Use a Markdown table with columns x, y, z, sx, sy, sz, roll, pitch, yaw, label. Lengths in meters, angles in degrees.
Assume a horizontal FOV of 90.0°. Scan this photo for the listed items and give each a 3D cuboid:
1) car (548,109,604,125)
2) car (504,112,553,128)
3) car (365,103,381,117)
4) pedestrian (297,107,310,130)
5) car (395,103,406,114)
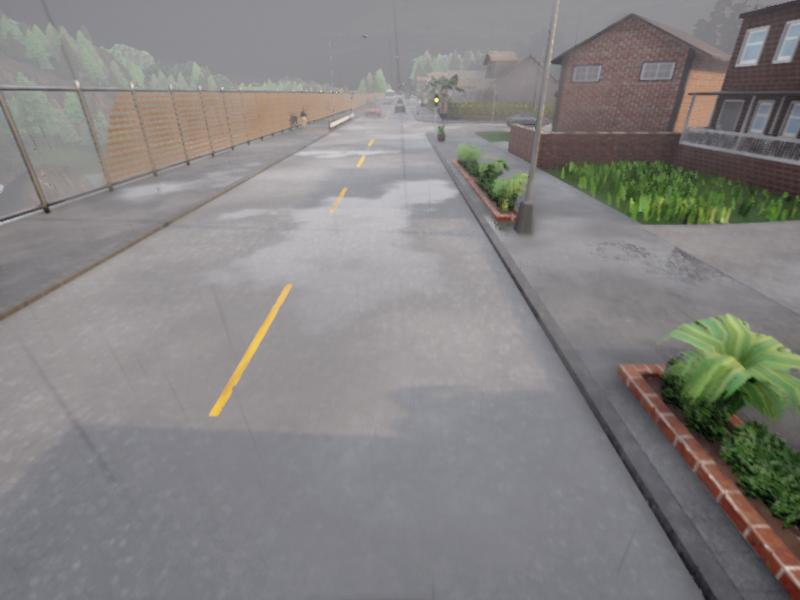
| x | y | z | sx | sy | sz | roll | pitch | yaw | label |
| --- | --- | --- | --- | --- | --- | --- | --- | --- | --- |
| 19.057 | -19.907 | 43.476 | 5.008 | 1.535 | 1.882 | 0 | 27 | 1 | car |
| 12.780 | -18.030 | 40.041 | 4.181 | 1.385 | 1.994 | 0 | 27 | 0 | car |
| -3.954 | -28.200 | 59.357 | 2.097 | 1.767 | 4.553 | 0 | 27 | 0 | car |
| -8.670 | -16.299 | 35.938 | 0.751 | 1.860 | 0.751 | 0 | 27 | 1 | pedestrian |
| 0.018 | -33.751 | 70.389 | 1.882 | 1.535 | 5.008 | 0 | 27 | 0 | car |
